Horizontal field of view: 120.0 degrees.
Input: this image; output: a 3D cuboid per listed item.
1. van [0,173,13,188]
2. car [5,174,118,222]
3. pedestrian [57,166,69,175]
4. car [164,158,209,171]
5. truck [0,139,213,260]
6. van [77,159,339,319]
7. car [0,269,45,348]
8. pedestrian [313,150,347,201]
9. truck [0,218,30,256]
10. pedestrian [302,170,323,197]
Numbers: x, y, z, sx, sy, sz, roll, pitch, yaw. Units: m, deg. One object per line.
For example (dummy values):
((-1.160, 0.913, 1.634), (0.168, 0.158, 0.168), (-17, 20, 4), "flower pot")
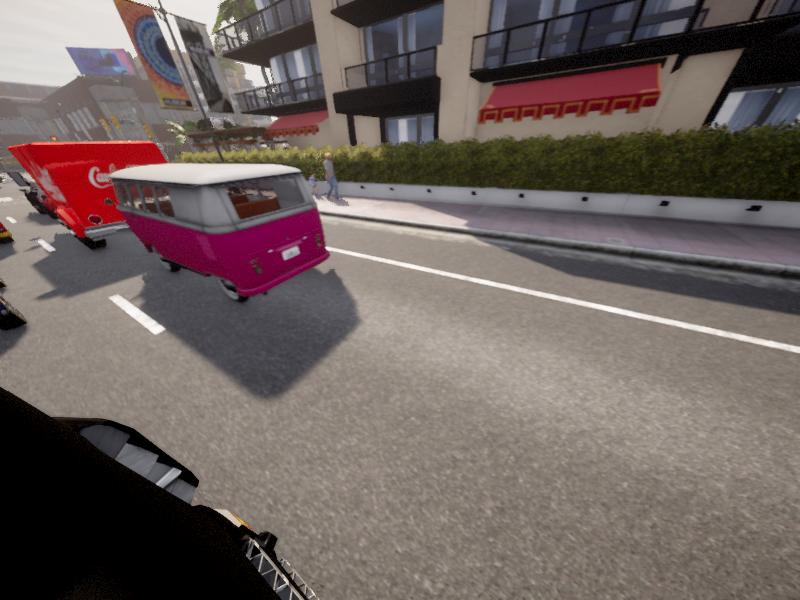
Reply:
((-40.089, -11.069, 21.002), (2.069, 2.038, 4.480), (17, 39, 26), "van")
((-15.463, -4.793, 10.602), (3.806, 1.475, 1.970), (16, 38, 26), "car")
((-47.796, -18.328, 32.766), (0.500, 1.100, 0.500), (19, 39, 28), "pedestrian")
((-32.902, -20.957, 35.702), (1.812, 1.442, 4.674), (23, 42, 33), "car")
((-9.130, -3.339, 7.147), (5.204, 2.467, 2.627), (16, 38, 26), "truck")
((-3.665, -1.533, 4.556), (4.442, 1.987, 1.775), (16, 38, 26), "van")
((-7.422, -0.198, 3.208), (3.705, 1.549, 1.789), (16, 38, 26), "car")
((-2.959, -5.311, 9.902), (0.751, 1.860, 0.751), (11, 36, 19), "pedestrian")
((-15.173, -3.407, 6.434), (8.468, 3.827, 2.891), (16, 38, 26), "truck")
((-4.141, -5.534, 10.988), (0.500, 1.100, 0.500), (16, 38, 26), "pedestrian")
